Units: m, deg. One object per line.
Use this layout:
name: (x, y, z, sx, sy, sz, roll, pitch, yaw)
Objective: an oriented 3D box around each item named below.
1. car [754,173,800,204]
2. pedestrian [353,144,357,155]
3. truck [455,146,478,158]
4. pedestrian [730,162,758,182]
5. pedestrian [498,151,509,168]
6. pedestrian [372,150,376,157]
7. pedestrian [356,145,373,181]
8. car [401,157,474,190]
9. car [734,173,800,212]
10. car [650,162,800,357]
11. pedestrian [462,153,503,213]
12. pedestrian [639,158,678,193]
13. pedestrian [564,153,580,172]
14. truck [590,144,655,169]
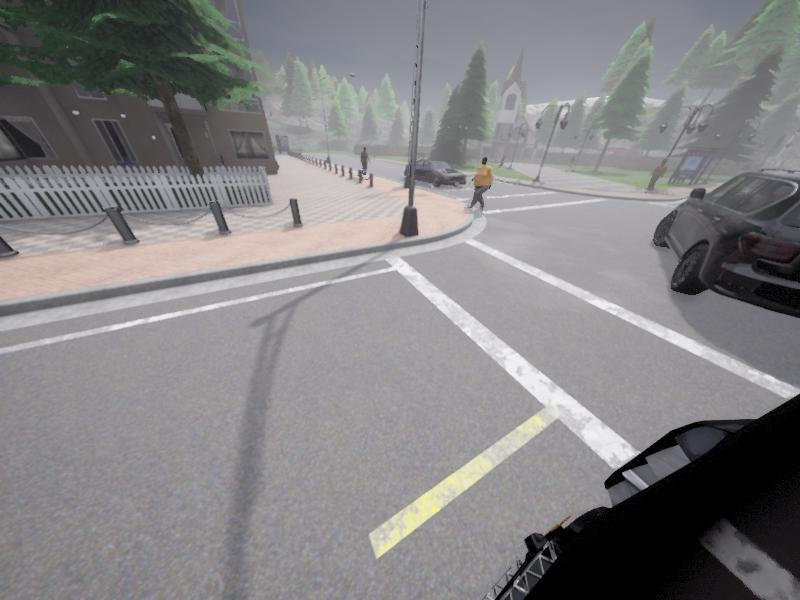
car: (26.382, -7.511, 15.459, 3.806, 1.475, 1.970, -15, 38, -25)
pedestrian: (-9.240, -30.857, 47.350, 0.751, 1.860, 0.751, -5, 34, -11)
truck: (17.723, -39.691, 62.078, 5.204, 2.467, 2.627, 4, 34, 2)
pedestrian: (36.651, -13.651, 24.633, 0.751, 1.860, 0.751, -18, 39, -28)
pedestrian: (13.453, -18.309, 30.087, 0.751, 1.860, 0.751, 3, 34, 1)
pedestrian: (-4.704, -26.150, 41.290, 0.500, 1.100, 0.500, 20, 37, 24)
pedestrian: (-2.192, -8.449, 14.324, 0.751, 1.860, 0.751, -15, 38, -25)
car: (2.238, -8.735, 15.774, 2.033, 1.411, 5.357, -15, 38, -24)
car: (21.401, -6.159, 13.048, 3.705, 1.549, 1.789, -15, 38, -25)
car: (7.035, -1.284, 4.372, 2.150, 2.045, 5.566, 26, 40, 31)
pedestrian: (2.991, -4.287, 8.529, 0.751, 1.860, 0.751, -16, 38, -26)
pedestrian: (16.194, -7.837, 14.537, 0.751, 1.860, 0.751, -17, 39, -27)
pedestrian: (20.450, -16.320, 27.486, 0.751, 1.860, 0.751, 10, 34, 11)
truck: (45.323, -29.569, 47.517, 2.891, 3.827, 8.468, -19, 39, -28)
